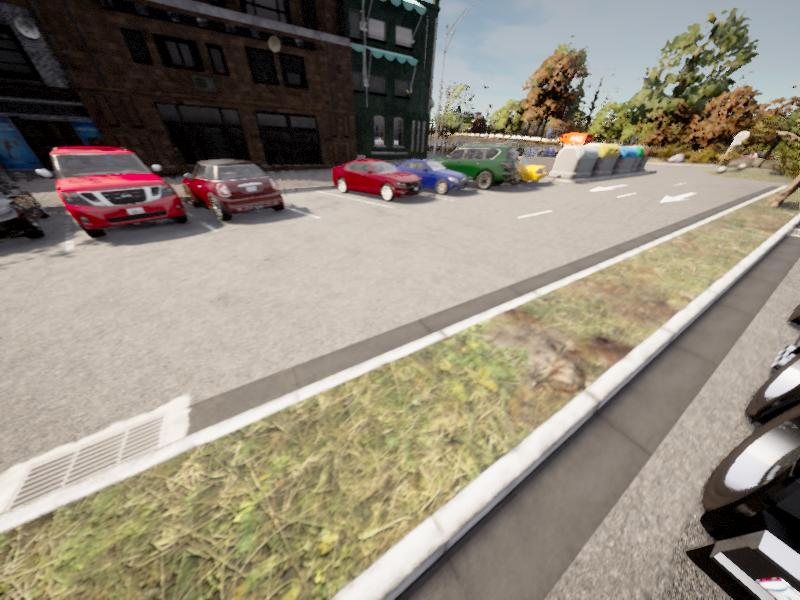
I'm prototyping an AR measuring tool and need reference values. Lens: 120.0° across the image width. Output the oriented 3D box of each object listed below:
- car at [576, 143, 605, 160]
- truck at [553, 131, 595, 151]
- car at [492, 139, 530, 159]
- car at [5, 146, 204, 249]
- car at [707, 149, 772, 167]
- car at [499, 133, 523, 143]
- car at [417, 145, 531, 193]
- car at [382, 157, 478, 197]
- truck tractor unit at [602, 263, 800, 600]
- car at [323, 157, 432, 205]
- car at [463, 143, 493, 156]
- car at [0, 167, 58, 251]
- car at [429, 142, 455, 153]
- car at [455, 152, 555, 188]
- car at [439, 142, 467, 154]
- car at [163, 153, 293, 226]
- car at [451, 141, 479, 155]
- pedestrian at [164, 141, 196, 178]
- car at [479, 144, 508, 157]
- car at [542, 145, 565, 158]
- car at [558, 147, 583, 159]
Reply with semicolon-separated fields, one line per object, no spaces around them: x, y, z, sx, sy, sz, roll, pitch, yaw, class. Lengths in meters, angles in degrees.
30.204;-23.438;36.552;2.435;2.045;5.566;27;40;32;car
32.681;-30.000;43.573;2.627;2.467;5.204;-16;42;-25;truck
14.688;-19.905;30.411;2.435;2.045;5.566;27;42;32;car
-9.009;-3.611;7.309;5.566;2.045;2.435;25;41;32;car
42.524;-17.963;29.125;1.851;1.617;3.988;-8;37;-16;car
25.746;-37.648;53.567;2.007;1.525;4.514;-16;42;-25;car
4.022;-7.844;13.514;5.566;2.045;2.435;25;42;32;car
1.428;-6.748;12.435;4.674;1.452;2.002;25;41;32;car
5.111;-0.298;0.789;6.516;4.208;3.053;-18;39;-24;truck tractor unit
-1.200;-5.936;11.176;5.008;1.535;2.097;25;41;32;car
11.804;-22.671;34.806;2.231;1.521;4.892;27;42;32;car
-11.617;-2.534;6.224;4.792;1.488;2.163;25;41;32;car
7.481;-27.111;41.153;2.231;1.521;4.892;27;42;32;car
6.530;-8.553;14.974;5.366;1.575;1.946;25;42;32;car
9.037;-25.716;39.160;1.946;1.575;5.366;26;42;32;car
-6.406;-4.342;8.608;4.553;1.767;2.185;25;42;32;car
10.346;-24.245;36.835;2.185;1.767;4.553;27;42;32;car
-13.309;-8.532;14.054;0.751;1.860;0.751;-19;39;-28;pedestrian
13.250;-21.160;32.714;2.002;1.452;4.674;27;42;32;car
27.219;-26.333;40.905;2.185;1.767;4.553;27;40;32;car
28.715;-24.728;38.834;2.231;1.521;4.892;27;41;31;car
